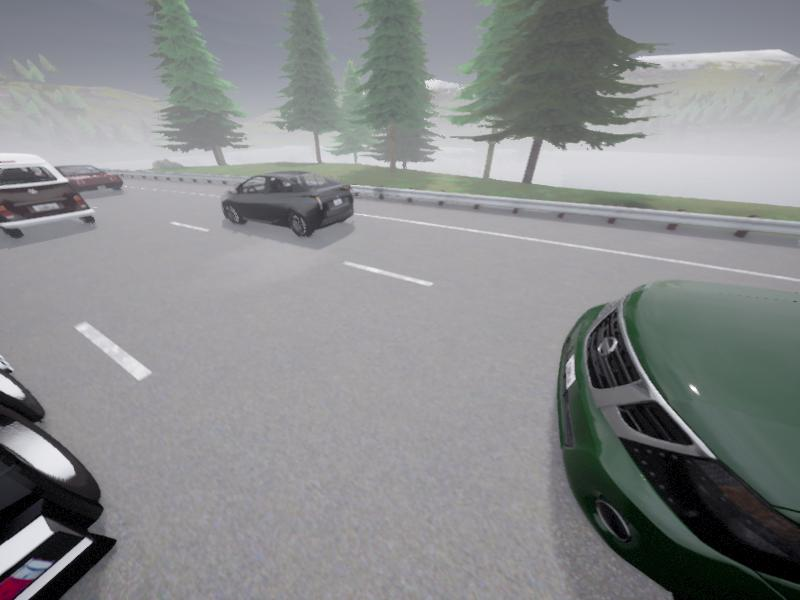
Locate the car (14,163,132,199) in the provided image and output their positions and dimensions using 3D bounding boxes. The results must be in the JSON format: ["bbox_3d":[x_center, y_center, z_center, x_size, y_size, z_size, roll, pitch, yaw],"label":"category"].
[{"bbox_3d":[-17.224,-6.393,12.235,4.718,1.301,1.895,12,37,17],"label":"car"}]

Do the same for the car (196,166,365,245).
[{"bbox_3d":[-3.621,-3.171,7.245,4.514,1.525,2.007,16,38,22],"label":"car"}]

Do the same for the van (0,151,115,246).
[{"bbox_3d":[-12.031,-3.355,7.170,4.480,2.038,2.069,14,37,20],"label":"van"}]

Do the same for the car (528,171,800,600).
[{"bbox_3d":[3.812,1.100,0.587,5.566,2.045,2.150,18,39,24],"label":"car"}]

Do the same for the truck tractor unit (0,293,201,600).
[{"bbox_3d":[-5.161,-0.246,0.715,6.516,4.208,3.053,16,38,22],"label":"truck tractor unit"}]

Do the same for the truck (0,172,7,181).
[{"bbox_3d":[-32.130,-9.438,16.084,6.274,2.098,2.390,9,36,13],"label":"truck"}]
